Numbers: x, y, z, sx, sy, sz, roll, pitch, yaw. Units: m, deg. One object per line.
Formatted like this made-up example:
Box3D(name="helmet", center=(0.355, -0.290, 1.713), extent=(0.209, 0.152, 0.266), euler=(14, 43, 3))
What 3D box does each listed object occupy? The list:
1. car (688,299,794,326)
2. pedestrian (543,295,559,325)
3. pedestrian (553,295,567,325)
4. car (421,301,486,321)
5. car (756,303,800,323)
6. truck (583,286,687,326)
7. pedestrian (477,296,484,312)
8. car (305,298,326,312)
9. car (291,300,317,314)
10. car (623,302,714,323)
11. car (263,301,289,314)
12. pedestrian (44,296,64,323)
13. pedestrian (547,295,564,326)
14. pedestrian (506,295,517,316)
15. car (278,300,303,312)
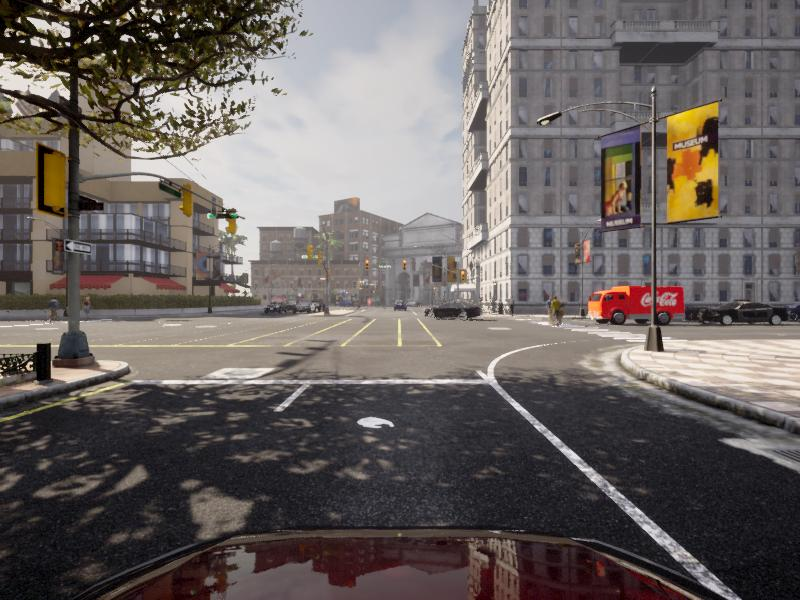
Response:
Box3D(name="car", center=(21.859, 0.770, 25.810), extent=(5.238, 1.638, 1.930), euler=(0, 0, 0))
Box3D(name="pedestrian", center=(9.542, 0.637, 25.276), extent=(0.751, 1.860, 0.751), euler=(0, 0, 3))
Box3D(name="pedestrian", center=(10.192, 0.637, 25.493), extent=(0.751, 1.860, 0.751), euler=(0, 0, 15))
Box3D(name="car", center=(4.281, 0.844, 32.313), extent=(4.892, 1.490, 1.837), euler=(0, 1, 35))
Box3D(name="car", center=(29.069, 0.907, 29.325), extent=(4.181, 1.385, 1.994), euler=(0, 0, 0))
Box3D(name="truck", center=(14.979, 0.356, 25.775), extent=(5.204, 2.467, 2.627), euler=(0, 0, 0))
Box3D(name="pedestrian", center=(9.531, 0.484, 47.333), extent=(0.751, 1.860, 0.751), euler=(0, 0, 2))
Box3D(name="car", center=(-11.485, 0.651, 54.488), extent=(1.932, 1.855, 4.605), euler=(0, 0, 0))
Box3D(name="car", center=(-11.489, 0.825, 48.237), extent=(2.038, 1.542, 4.974), euler=(0, 0, 0))
Box3D(name="car", center=(19.545, 0.894, 29.301), extent=(5.357, 1.411, 2.033), euler=(0, 0, 0))
Box3D(name="car", center=(-14.984, 0.852, 48.417), extent=(1.970, 1.475, 3.806), euler=(0, 0, 0))
Box3D(name="pedestrian", center=(-23.418, 0.637, 27.090), extent=(0.751, 1.860, 0.751), euler=(0, 0, 2))
Box3D(name="pedestrian", center=(9.344, 0.637, 24.090), extent=(0.751, 1.860, 0.751), euler=(0, 0, -2))
Box3D(name="pedestrian", center=(9.910, 0.484, 35.497), extent=(0.751, 1.860, 0.751), euler=(0, 0, -2))
Box3D(name="car", center=(-14.985, 0.770, 55.106), extent=(1.930, 1.638, 5.238), euler=(0, 0, 0))
